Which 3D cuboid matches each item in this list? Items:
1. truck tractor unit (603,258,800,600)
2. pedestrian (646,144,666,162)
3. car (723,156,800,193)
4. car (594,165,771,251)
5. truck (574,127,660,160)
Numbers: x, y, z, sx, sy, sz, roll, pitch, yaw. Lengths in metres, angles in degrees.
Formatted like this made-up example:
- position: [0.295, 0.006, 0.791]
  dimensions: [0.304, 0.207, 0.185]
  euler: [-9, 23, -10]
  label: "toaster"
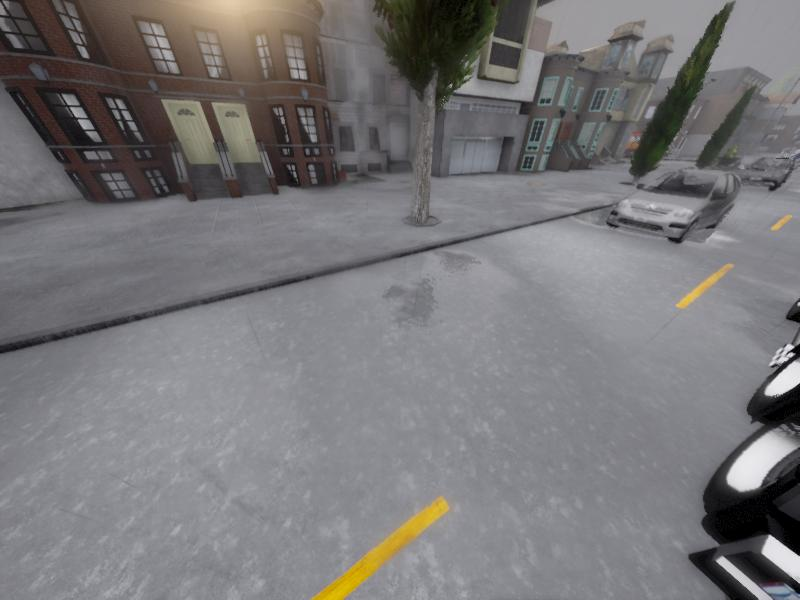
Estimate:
- position: [5.100, -0.312, 0.797]
  dimensions: [6.516, 4.208, 3.053]
  euler: [-19, 39, -25]
  label: "truck tractor unit"
- position: [30.410, -17.467, 27.453]
  dimensions: [0.751, 1.860, 0.751]
  euler: [-17, 39, -24]
  label: "pedestrian"
- position: [20.921, -7.252, 13.215]
  dimensions: [3.705, 1.549, 1.789]
  euler: [-18, 39, -26]
  label: "car"
- position: [8.213, -2.910, 6.829]
  dimensions: [3.988, 1.617, 1.851]
  euler: [-17, 38, -23]
  label: "car"
- position: [33.083, -24.374, 35.891]
  dimensions: [2.891, 3.827, 8.468]
  euler: [-19, 39, -26]
  label: "truck"
